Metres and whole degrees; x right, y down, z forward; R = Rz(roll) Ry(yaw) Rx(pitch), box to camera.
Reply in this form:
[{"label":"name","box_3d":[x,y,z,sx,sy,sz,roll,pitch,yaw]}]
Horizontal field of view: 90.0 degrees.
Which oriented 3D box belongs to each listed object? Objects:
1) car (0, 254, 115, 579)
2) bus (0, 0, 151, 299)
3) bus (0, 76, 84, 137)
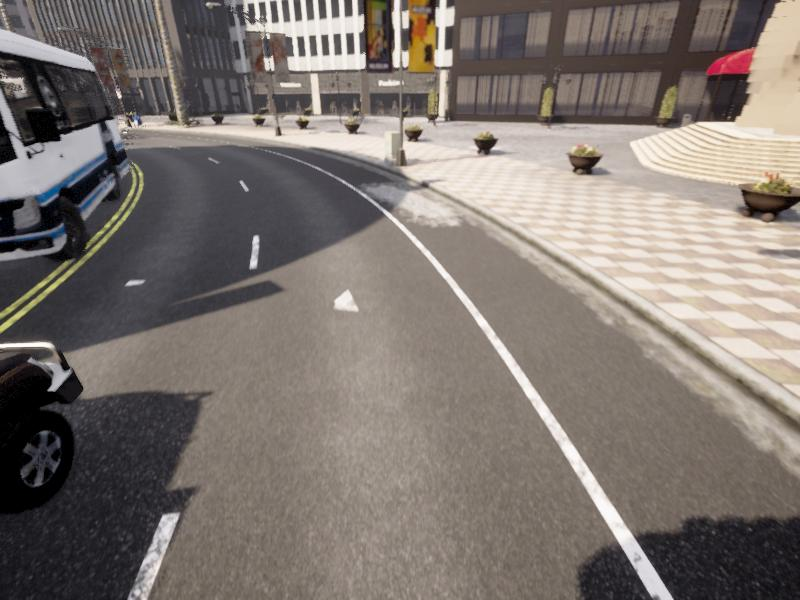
[{"label":"car","box_3d":[-3.694,1.542,1.594,1.932,1.855,4.605,-2,28,-5]},{"label":"bus","box_3d":[-9.327,-3.958,9.684,3.944,4.253,10.273,-11,30,-22]},{"label":"bus","box_3d":[-33.405,-16.320,33.805,10.273,4.253,3.944,6,28,13]}]
